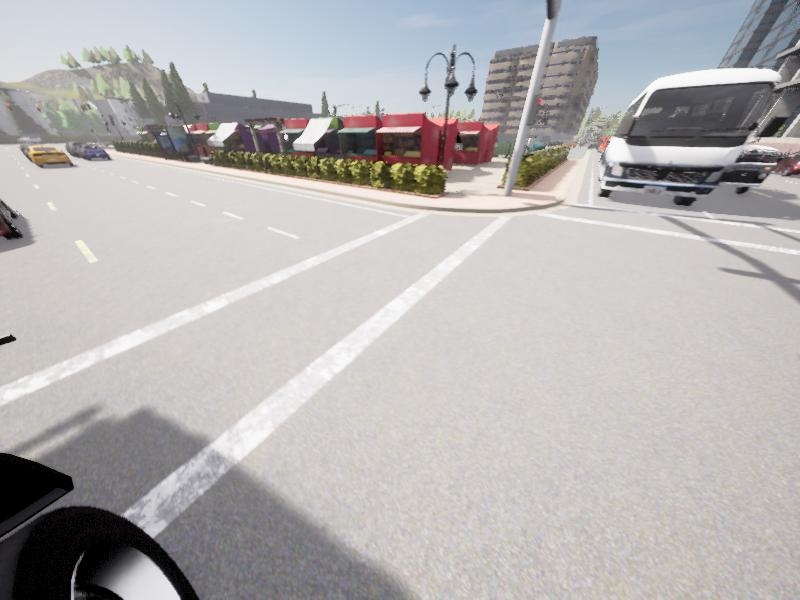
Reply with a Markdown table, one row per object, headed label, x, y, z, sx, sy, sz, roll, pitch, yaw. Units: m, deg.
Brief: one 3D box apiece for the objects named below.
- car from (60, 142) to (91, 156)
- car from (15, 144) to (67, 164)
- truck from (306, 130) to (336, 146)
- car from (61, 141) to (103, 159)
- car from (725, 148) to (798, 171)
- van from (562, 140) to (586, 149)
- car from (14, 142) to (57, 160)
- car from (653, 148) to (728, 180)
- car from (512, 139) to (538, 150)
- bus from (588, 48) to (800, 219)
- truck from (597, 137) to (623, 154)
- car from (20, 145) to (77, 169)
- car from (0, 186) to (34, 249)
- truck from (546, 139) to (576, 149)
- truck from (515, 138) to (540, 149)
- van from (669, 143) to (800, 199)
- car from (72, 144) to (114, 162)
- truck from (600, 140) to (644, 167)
| label | x | y | z | sx | sy | sz | roll | pitch | yaw |
| --- | --- | --- | --- | --- | --- | --- | --- | --- | --- |
| car | -43.972 | -20.528 | 31.308 | 3.633 | 1.501 | 1.845 | 25 | 42 | 30 |
| car | -36.176 | -14.779 | 23.271 | 4.792 | 1.488 | 2.163 | 22 | 41 | 28 |
| truck | -24.347 | -50.266 | 71.704 | 2.891 | 3.827 | 8.468 | 23 | 41 | 29 |
| car | -39.107 | -18.500 | 28.395 | 4.856 | 1.649 | 2.033 | 22 | 41 | 28 |
| car | 33.248 | -13.147 | 21.495 | 1.882 | 1.535 | 5.008 | 22 | 41 | 28 |
| van | 45.154 | -40.502 | 60.129 | 4.442 | 1.987 | 1.775 | 22 | 41 | 28 |
| car | -41.772 | -17.091 | 26.446 | 5.008 | 1.535 | 1.882 | 22 | 41 | 28 |
| car | 21.046 | -10.173 | 17.080 | 2.152 | 1.651 | 5.027 | 22 | 41 | 28 |
| car | 28.403 | -35.429 | 52.592 | 4.605 | 1.855 | 1.932 | 22 | 41 | 28 |
| bus | 12.605 | -7.691 | 11.184 | 3.944 | 4.253 | 10.273 | 22 | 41 | 28 |
| truck | 38.753 | -28.687 | 42.788 | 2.627 | 2.467 | 5.204 | 22 | 41 | 28 |
| car | -30.665 | -12.561 | 20.130 | 5.008 | 1.535 | 1.882 | 22 | 40 | 27 |
| car | -12.040 | -2.399 | 5.944 | 4.792 | 1.488 | 2.163 | 22 | 41 | 28 |
| truck | 44.433 | -43.302 | 63.995 | 6.274 | 2.098 | 2.390 | 22 | 41 | 28 |
| truck | 30.013 | -36.886 | 54.511 | 4.478 | 2.038 | 2.069 | 22 | 41 | 28 |
| van | 16.848 | -6.923 | 12.065 | 2.069 | 2.038 | 4.480 | 19 | 39 | 24 |
| car | -33.766 | -16.246 | 25.381 | 4.193 | 1.474 | 1.816 | 22 | 41 | 28 |
| truck | 23.074 | -15.581 | 24.358 | 2.390 | 2.098 | 6.274 | 22 | 41 | 28 |
